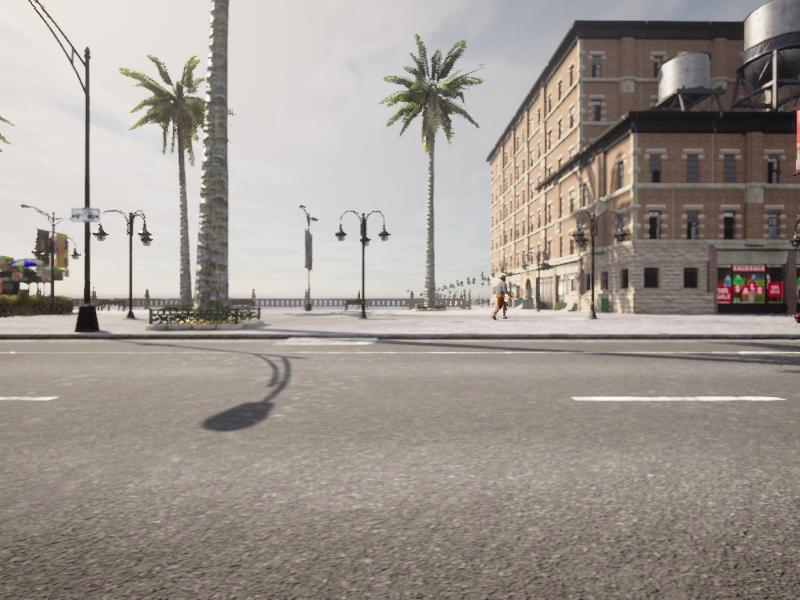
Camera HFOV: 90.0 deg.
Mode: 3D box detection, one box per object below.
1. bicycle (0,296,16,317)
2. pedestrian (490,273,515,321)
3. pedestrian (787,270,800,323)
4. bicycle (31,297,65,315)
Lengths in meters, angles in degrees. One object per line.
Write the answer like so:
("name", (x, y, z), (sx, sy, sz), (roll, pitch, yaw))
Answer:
("bicycle", (-20.136, 0.337, 19.904), (1.643, 1.024, 0.373), (0, 0, -1))
("pedestrian", (4.072, -0.114, 15.940), (0.751, 1.860, 0.751), (0, 0, -3))
("pedestrian", (14.349, -0.113, 14.067), (0.751, 1.860, 0.751), (0, 0, 4))
("bicycle", (-20.168, 0.337, 22.922), (1.643, 1.024, 0.373), (0, 0, -1))
